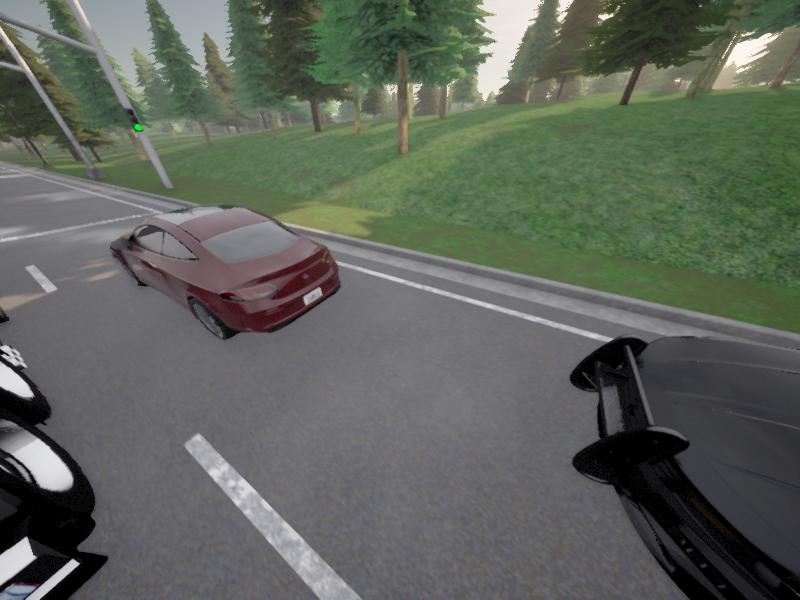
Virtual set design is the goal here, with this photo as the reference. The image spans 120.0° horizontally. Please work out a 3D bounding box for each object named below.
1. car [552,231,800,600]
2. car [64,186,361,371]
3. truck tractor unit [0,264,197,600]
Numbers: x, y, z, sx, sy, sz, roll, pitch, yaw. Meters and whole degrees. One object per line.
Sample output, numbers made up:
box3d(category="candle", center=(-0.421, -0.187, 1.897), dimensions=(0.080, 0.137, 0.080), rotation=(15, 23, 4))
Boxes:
box3d(category="car", center=(3.734, 1.314, 0.642), dimensions=(5.238, 1.638, 1.930), rotation=(18, 39, 24))
box3d(category="car", center=(-3.171, -0.847, 3.975), dimensions=(4.674, 1.442, 1.812), rotation=(18, 39, 24))
box3d(category="truck tractor unit", center=(-5.111, -0.301, 0.780), dimensions=(6.516, 4.208, 3.053), rotation=(18, 39, 24))
